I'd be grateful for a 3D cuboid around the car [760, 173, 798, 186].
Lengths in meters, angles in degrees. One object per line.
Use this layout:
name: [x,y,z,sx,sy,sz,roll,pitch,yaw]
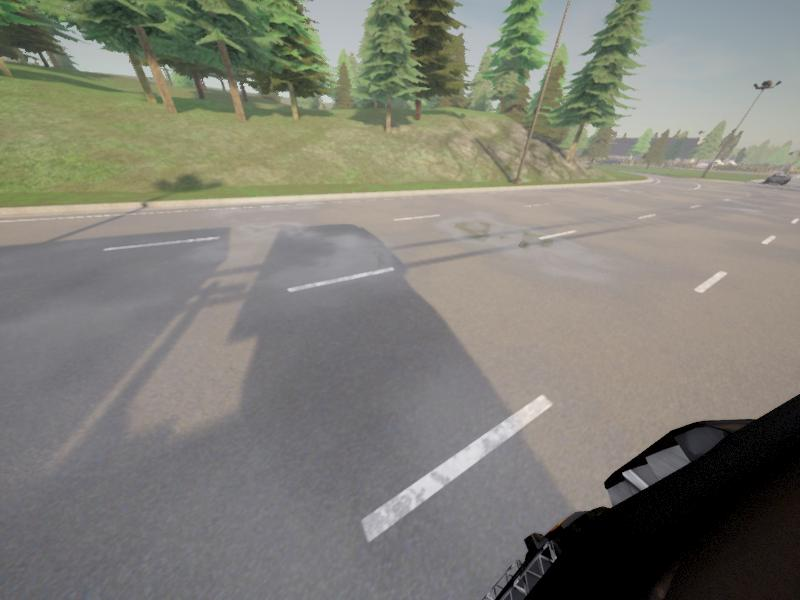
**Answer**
car: [56.805,-18.136,34.619,4.902,1.511,2.128,-15,38,-26]
